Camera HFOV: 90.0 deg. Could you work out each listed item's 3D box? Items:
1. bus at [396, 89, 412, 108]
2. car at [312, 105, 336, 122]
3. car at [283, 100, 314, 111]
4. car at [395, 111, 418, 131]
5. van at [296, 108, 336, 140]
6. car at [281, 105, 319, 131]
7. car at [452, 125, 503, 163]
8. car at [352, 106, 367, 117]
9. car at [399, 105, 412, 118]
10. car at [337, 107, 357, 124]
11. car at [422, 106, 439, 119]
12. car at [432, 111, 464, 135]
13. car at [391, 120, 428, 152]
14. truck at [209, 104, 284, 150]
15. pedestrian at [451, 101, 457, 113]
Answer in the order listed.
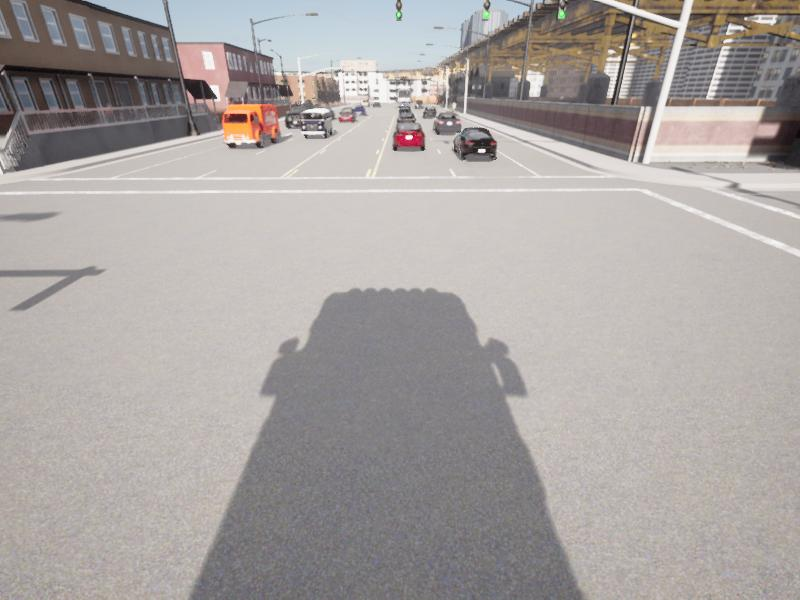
[{"bbox_3d":[0.959,-51.987,103.117,3.944,4.253,10.273,0,27,0],"label":"bus"},{"bbox_3d":[-9.729,-24.167,51.698,2.097,1.767,4.553,0,27,1],"label":"car"},{"bbox_3d":[-20.412,-39.363,81.021,5.566,2.045,2.150,0,27,0],"label":"car"},{"bbox_3d":[0.643,-17.796,39.593,2.128,1.511,4.902,0,27,1],"label":"car"},{"bbox_3d":[-6.384,-13.658,30.978,2.069,2.038,4.480,0,27,0],"label":"van"},{"bbox_3d":[-9.716,-18.063,39.547,2.150,2.045,5.566,1,27,1],"label":"car"},{"bbox_3d":[4.056,-8.578,21.719,1.812,1.442,4.674,0,27,0],"label":"car"},{"bbox_3d":[-6.187,-29.136,61.741,1.812,1.442,4.674,0,27,0],"label":"car"},{"bbox_3d":[0.775,-28.663,60.708,1.882,1.535,5.008,0,27,1],"label":"car"},{"bbox_3d":[-6.279,-22.029,47.736,1.851,1.617,3.988,0,27,0],"label":"car"},{"bbox_3d":[4.286,-27.034,57.555,2.128,1.511,4.902,0,27,0],"label":"car"},{"bbox_3d":[4.141,-15.614,35.166,2.242,1.667,4.611,0,27,0],"label":"car"},{"bbox_3d":[0.562,-10.583,25.586,2.163,1.488,4.792,0,27,1],"label":"car"},{"bbox_3d":[-9.712,-11.361,26.052,2.627,2.467,5.204,0,27,0],"label":"truck"},{"bbox_3d":[9.506,-33.978,70.295,0.751,1.860,0.751,0,27,1],"label":"pedestrian"}]
